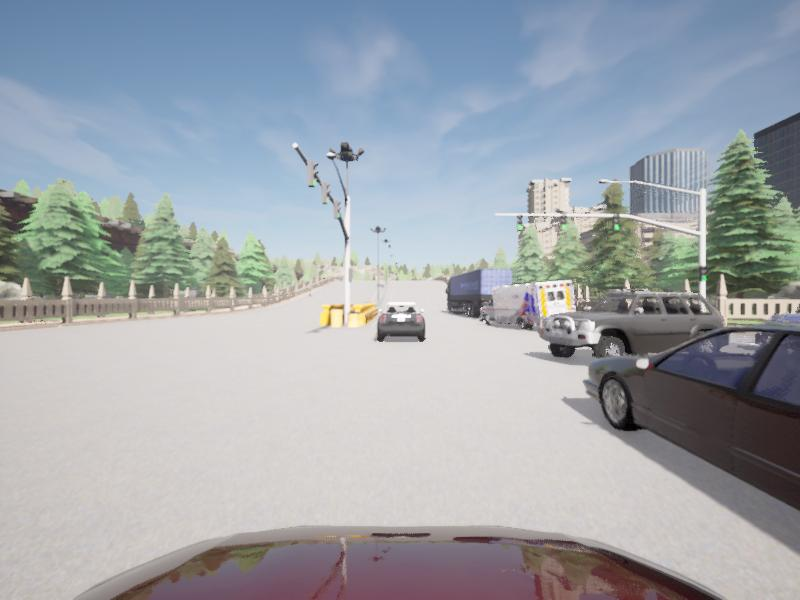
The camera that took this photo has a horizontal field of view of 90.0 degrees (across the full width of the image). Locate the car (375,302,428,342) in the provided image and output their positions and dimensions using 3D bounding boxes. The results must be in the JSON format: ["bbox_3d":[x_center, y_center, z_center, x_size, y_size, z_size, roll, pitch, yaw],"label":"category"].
[{"bbox_3d":[0.052,0.838,16.868,1.970,1.475,3.806,0,0,0],"label":"car"}]

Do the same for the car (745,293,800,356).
[{"bbox_3d":[13.339,0.684,11.853,4.553,1.767,2.097,0,0,-4],"label":"car"}]

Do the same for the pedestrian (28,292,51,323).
[{"bbox_3d":[-22.183,0.463,24.635,0.751,1.860,0.751,0,0,0],"label":"pedestrian"}]

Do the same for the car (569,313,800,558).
[{"bbox_3d":[3.497,0.891,3.223,2.033,1.411,5.357,0,0,0],"label":"car"}]

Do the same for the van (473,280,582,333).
[{"bbox_3d":[6.901,0.371,22.794,2.351,2.431,6.366,-5,0,-20],"label":"van"}]

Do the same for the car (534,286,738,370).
[{"bbox_3d":[6.077,0.646,10.450,4.605,1.855,1.932,1,0,-16],"label":"car"}]

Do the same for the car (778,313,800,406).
[{"bbox_3d":[7.001,0.903,4.270,1.994,1.385,4.181,0,0,0],"label":"car"}]

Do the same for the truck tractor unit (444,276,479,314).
[{"bbox_3d":[7.138,-0.581,47.073,3.053,4.208,6.516,0,1,0],"label":"truck tractor unit"}]

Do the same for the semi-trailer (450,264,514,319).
[{"bbox_3d":[7.425,-0.655,39.170,2.717,4.402,14.254,0,0,-3],"label":"semi-trailer"}]
